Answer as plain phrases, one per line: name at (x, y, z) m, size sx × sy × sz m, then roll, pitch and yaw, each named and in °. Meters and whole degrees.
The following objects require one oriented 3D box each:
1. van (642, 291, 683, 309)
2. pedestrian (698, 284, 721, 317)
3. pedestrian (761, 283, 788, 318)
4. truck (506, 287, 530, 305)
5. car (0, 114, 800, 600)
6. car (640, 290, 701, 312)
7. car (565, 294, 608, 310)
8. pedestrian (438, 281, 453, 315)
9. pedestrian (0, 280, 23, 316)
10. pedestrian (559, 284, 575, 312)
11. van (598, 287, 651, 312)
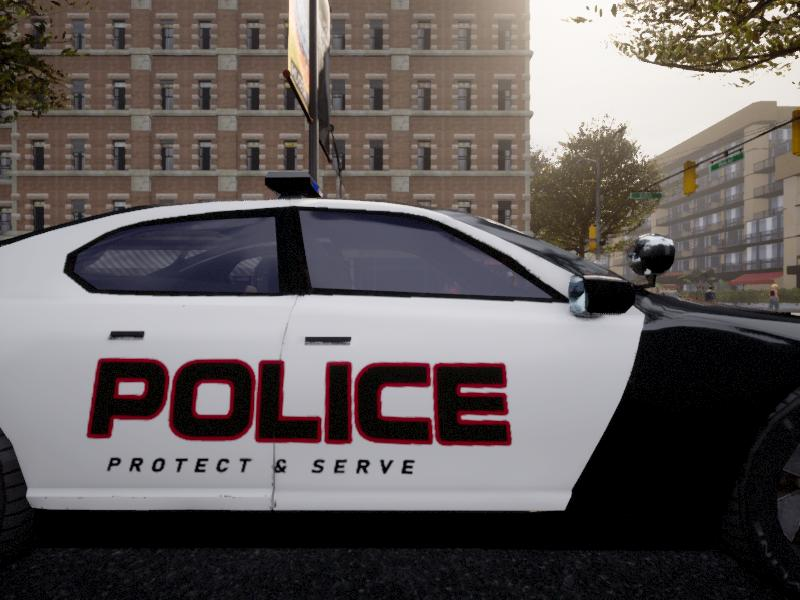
van at (29.945, -0.002, 45.850) m, size 1.775 × 1.987 × 4.442 m, roll 0°, pitch 0°, yaw 0°
pedestrian at (17.585, 0.037, 22.722) m, size 0.751 × 1.860 × 0.751 m, roll 0°, pitch 0°, yaw 3°
pedestrian at (20.062, 0.037, 21.463) m, size 0.751 × 1.860 × 0.751 m, roll 0°, pitch 0°, yaw 0°
truck at (26.220, -0.925, 89.240) m, size 2.891 × 3.827 × 8.468 m, roll 0°, pitch 0°, yaw 0°
car at (-0.057, 0.226, 2.190) m, size 4.974 × 1.542 × 2.038 m, roll 0°, pitch 0°, yaw 0°
car at (23.006, 0.094, 34.242) m, size 2.097 × 1.767 × 4.553 m, roll 0°, pitch 0°, yaw 0°
car at (19.468, 0.179, 41.974) m, size 2.152 × 1.651 × 5.027 m, roll 0°, pitch 0°, yaw 0°
pedestrian at (2.475, -0.115, 21.870) m, size 0.751 × 1.860 × 0.751 m, roll 0°, pitch 0°, yaw 2°
pedestrian at (-20.705, -0.115, 21.221) m, size 0.751 × 1.860 × 0.751 m, roll 0°, pitch 0°, yaw 15°
pedestrian at (11.078, -0.115, 26.616) m, size 0.751 × 1.860 × 0.751 m, roll 0°, pitch 0°, yaw -1°
van at (19.501, -0.029, 35.025) m, size 2.069 × 2.038 × 4.480 m, roll 0°, pitch 0°, yaw 0°
